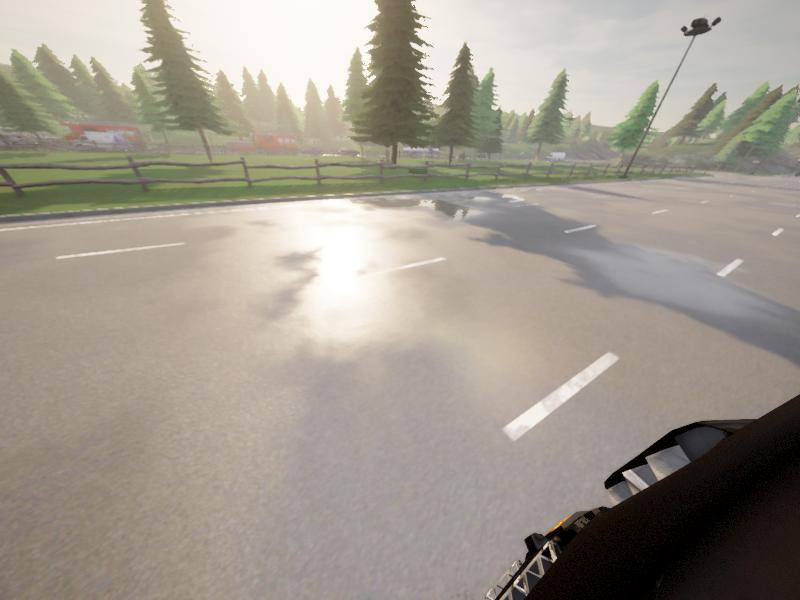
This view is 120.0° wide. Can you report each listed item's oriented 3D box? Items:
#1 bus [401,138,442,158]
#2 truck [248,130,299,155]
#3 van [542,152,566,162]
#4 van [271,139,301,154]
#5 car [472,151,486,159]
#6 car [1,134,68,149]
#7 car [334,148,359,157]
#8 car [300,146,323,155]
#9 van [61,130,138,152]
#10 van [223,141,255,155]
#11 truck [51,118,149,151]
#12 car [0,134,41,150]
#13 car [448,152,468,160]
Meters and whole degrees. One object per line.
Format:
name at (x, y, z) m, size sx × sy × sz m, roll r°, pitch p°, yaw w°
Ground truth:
bus at (5.864, -41.728, 63.533) m, size 10.273 × 4.253 × 3.944 m, roll -16°, pitch 38°, yaw -25°
truck at (-26.101, -32.564, 47.965) m, size 8.468 × 3.827 × 2.891 m, roll -16°, pitch 38°, yaw -25°
van at (50.334, -46.654, 75.443) m, size 5.915 × 2.561 × 1.988 m, roll 19°, pitch 37°, yaw 24°
van at (-26.909, -36.267, 54.633) m, size 5.915 × 2.561 × 1.988 m, roll -16°, pitch 38°, yaw -25°
car at (26.726, -48.880, 77.890) m, size 3.866 × 1.878 × 1.905 m, roll -13°, pitch 36°, yaw -22°
car at (-57.381, -25.004, 36.468) m, size 5.027 × 1.651 × 2.152 m, roll -16°, pitch 38°, yaw -25°
car at (-12.039, -33.366, 52.223) m, size 4.892 × 1.490 × 1.837 m, roll -15°, pitch 37°, yaw -26°
car at (-20.927, -35.274, 54.552) m, size 4.514 × 1.525 × 2.007 m, roll -16°, pitch 38°, yaw -25°
van at (-45.596, -24.236, 35.357) m, size 6.366 × 2.431 × 2.351 m, roll -16°, pitch 38°, yaw -25°
van at (-30.011, -28.471, 43.192) m, size 4.442 × 1.987 × 1.775 m, roll -16°, pitch 38°, yaw -26°
truck at (-47.645, -26.457, 37.305) m, size 8.468 × 3.827 × 2.891 m, roll -16°, pitch 38°, yaw -25°
car at (-53.940, -21.538, 31.456) m, size 4.856 × 1.649 × 2.033 m, roll -16°, pitch 38°, yaw -25°
car at (16.719, -41.458, 66.493) m, size 5.027 × 1.651 × 2.152 m, roll -16°, pitch 38°, yaw -25°
